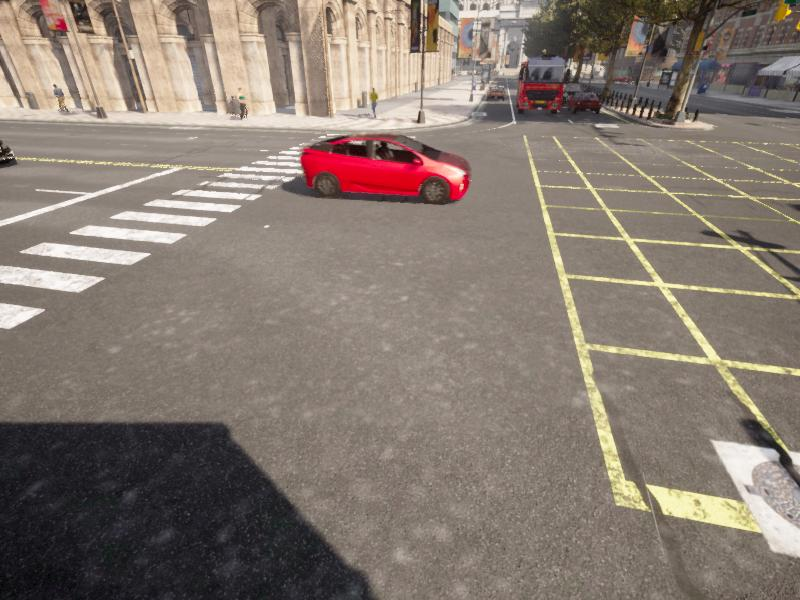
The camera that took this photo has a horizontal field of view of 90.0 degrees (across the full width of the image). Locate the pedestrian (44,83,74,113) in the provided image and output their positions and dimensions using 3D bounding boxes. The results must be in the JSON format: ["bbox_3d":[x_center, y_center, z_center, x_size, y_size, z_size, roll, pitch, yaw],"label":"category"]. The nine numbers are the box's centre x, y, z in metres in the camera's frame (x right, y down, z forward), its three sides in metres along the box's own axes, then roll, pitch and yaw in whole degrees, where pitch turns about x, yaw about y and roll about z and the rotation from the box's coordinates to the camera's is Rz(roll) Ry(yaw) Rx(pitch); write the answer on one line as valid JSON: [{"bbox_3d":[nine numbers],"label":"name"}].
[{"bbox_3d":[-23.934,-14.182,28.100,0.751,1.860,0.751,14,33,23],"label":"pedestrian"}]

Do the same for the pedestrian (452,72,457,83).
[{"bbox_3d":[11.148,-45.376,81.549,0.751,1.860,0.751,6,31,10],"label":"pedestrian"}]

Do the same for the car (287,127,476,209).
[{"bbox_3d":[-0.361,-3.619,10.705,4.514,1.525,2.007,6,31,10],"label":"car"}]

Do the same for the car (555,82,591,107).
[{"bbox_3d":[15.615,-18.742,36.350,2.097,1.767,4.553,6,31,11],"label":"car"}]

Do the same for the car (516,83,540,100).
[{"bbox_3d":[13.929,-22.862,43.827,1.994,1.385,4.181,6,31,10],"label":"car"}]

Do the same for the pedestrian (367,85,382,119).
[{"bbox_3d":[-1.582,-12.373,25.016,0.751,1.860,0.751,5,31,8],"label":"pedestrian"}]

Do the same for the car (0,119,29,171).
[{"bbox_3d":[-15.828,-5.279,13.570,4.892,1.490,1.837,6,31,11],"label":"car"}]

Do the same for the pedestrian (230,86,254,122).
[{"bbox_3d":[-9.434,-11.740,23.927,0.751,1.860,0.751,11,32,19],"label":"pedestrian"}]

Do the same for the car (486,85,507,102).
[{"bbox_3d":[9.978,-21.411,41.401,1.895,1.301,4.718,6,31,11],"label":"car"}]

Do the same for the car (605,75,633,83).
[{"bbox_3d":[46.385,-46.806,84.746,4.792,1.488,2.163,17,34,26],"label":"car"}]

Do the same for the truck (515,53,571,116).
[{"bbox_3d":[10.813,-16.895,31.170,2.891,3.827,8.468,6,31,11],"label":"truck"}]

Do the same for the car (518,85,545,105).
[{"bbox_3d":[12.493,-19.654,38.226,1.970,1.475,3.806,6,31,11],"label":"car"}]

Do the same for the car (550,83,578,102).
[{"bbox_3d":[16.913,-21.521,41.425,1.970,1.475,3.806,7,31,11],"label":"car"}]

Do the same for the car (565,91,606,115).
[{"bbox_3d":[14.102,-15.122,30.644,1.895,1.301,4.718,6,31,11],"label":"car"}]
